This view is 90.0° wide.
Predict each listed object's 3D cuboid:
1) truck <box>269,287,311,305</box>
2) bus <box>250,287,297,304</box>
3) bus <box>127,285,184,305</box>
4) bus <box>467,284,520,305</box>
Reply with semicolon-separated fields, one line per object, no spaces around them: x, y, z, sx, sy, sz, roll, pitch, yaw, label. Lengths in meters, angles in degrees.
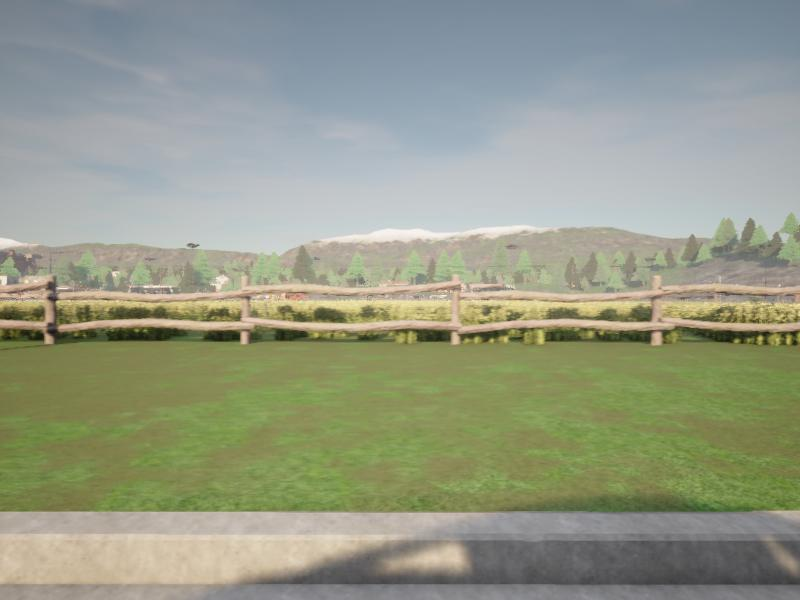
-24.093;-0.916;88.200;8.468;3.827;2.891;0;0;0;truck
-31.070;-1.128;98.795;10.273;4.253;3.944;0;0;0;bus
-53.769;-1.120;88.192;10.273;4.253;3.944;0;0;0;bus
19.761;-1.145;85.023;10.273;4.253;3.944;0;0;0;bus
